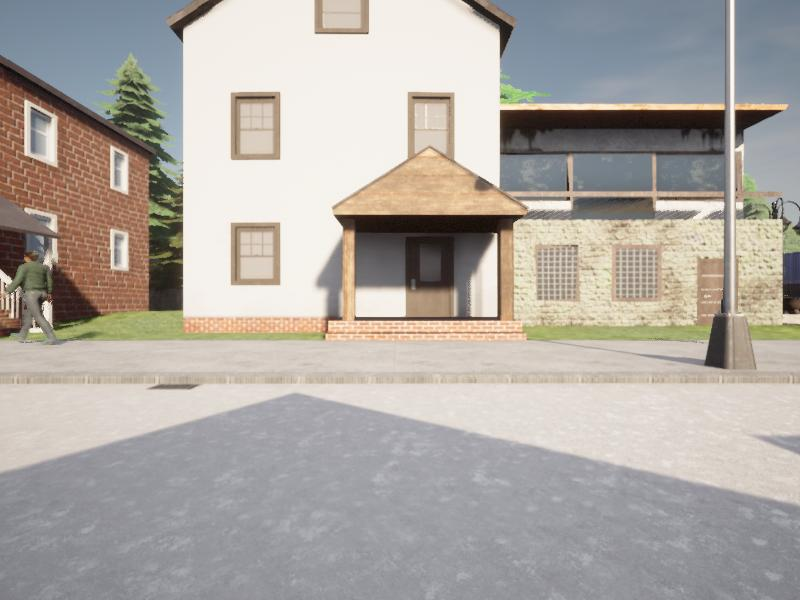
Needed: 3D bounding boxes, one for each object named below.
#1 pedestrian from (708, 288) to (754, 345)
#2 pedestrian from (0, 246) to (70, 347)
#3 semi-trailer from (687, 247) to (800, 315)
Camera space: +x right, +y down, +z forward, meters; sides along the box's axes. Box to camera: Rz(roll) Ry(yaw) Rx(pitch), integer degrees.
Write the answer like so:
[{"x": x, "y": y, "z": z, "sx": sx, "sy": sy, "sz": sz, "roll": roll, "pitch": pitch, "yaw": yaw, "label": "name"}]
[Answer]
[{"x": 6.530, "y": 0.313, "z": 7.919, "sx": 0.500, "sy": 1.100, "sz": 0.500, "roll": 0, "pitch": 0, "yaw": 2, "label": "pedestrian"}, {"x": -7.080, "y": -0.067, "z": 7.741, "sx": 0.751, "sy": 1.860, "sz": 0.751, "roll": 0, "pitch": 0, "yaw": 6, "label": "pedestrian"}, {"x": 26.875, "y": -1.218, "z": 28.325, "sx": 2.717, "sy": 4.402, "sz": 14.254, "roll": 0, "pitch": 0, "yaw": -1, "label": "semi-trailer"}]
